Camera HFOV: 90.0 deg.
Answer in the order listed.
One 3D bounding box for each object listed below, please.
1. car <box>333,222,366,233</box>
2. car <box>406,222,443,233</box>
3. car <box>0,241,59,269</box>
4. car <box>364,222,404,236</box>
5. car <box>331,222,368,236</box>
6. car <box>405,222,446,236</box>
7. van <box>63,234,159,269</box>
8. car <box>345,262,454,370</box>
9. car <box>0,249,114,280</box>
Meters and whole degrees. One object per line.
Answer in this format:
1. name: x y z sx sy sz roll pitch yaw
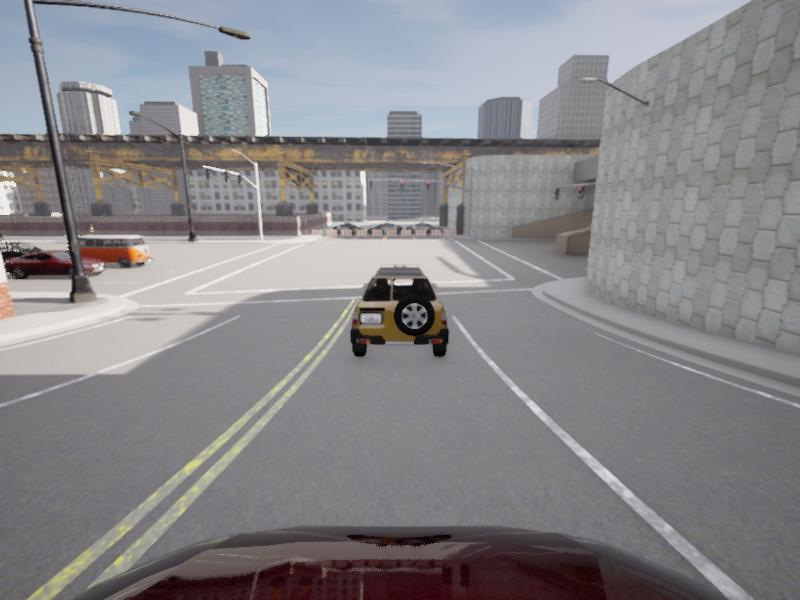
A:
1. car: -6.680 -9.510 52.519 4.536 1.218 1.853 13 18 42
2. car: 3.292 -9.674 53.222 4.536 1.218 1.853 7 15 28
3. car: -24.220 -2.864 25.228 3.705 1.549 1.789 0 13 0
4. car: -2.034 -9.343 52.501 4.974 1.542 2.038 -10 16 -35
5. car: -6.642 -9.348 52.520 4.974 1.542 2.038 13 18 42
6. car: 3.338 -9.515 53.234 4.974 1.542 2.038 7 15 28
7. van: -18.007 -3.062 25.133 4.442 1.987 1.775 0 13 0
8. car: -0.005 0.090 9.496 1.932 1.855 4.605 0 7 0
9. car: -18.615 -1.967 21.688 4.674 1.442 1.812 0 13 -1
